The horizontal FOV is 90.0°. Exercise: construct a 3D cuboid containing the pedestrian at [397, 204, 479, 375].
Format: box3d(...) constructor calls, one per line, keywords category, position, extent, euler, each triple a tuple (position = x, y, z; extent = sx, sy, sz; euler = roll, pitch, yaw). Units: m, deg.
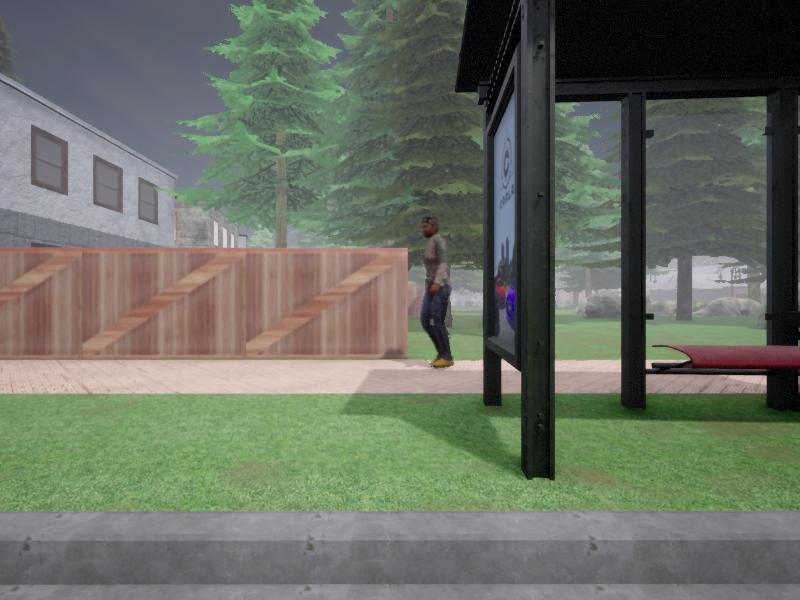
box3d(category="pedestrian", position=(0.431, -0.115, 4.821), extent=(0.751, 1.860, 0.751), euler=(0, 0, -17))
